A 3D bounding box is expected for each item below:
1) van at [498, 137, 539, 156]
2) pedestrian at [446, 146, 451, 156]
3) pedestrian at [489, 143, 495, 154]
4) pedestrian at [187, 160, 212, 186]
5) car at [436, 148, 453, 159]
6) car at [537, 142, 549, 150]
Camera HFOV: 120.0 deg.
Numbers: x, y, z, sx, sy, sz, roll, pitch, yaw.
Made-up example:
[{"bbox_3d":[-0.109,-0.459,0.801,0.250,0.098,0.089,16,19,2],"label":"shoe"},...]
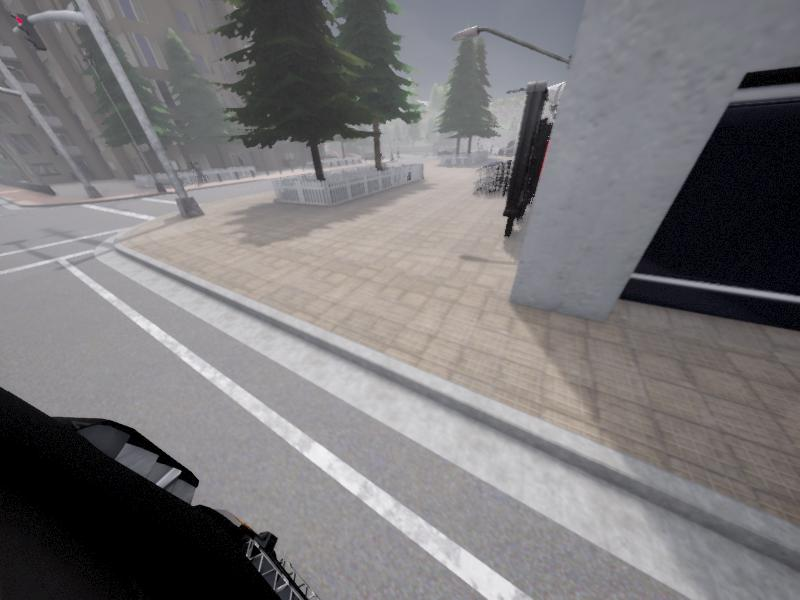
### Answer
[{"bbox_3d":[21.159,-27.510,41.546,5.915,2.561,1.988,15,38,25],"label":"van"},{"bbox_3d":[11.120,-33.881,52.566,0.751,1.860,0.751,20,40,31],"label":"pedestrian"},{"bbox_3d":[18.357,-30.262,46.220,0.751,1.860,0.751,16,38,26],"label":"pedestrian"},{"bbox_3d":[-17.219,-10.931,19.881,0.751,1.860,0.751,15,37,25],"label":"pedestrian"},{"bbox_3d":[8.977,-29.692,46.774,1.837,1.490,4.892,15,37,25],"label":"car"},{"bbox_3d":[34.411,-37.043,55.652,1.970,1.475,3.806,15,37,25],"label":"car"}]
